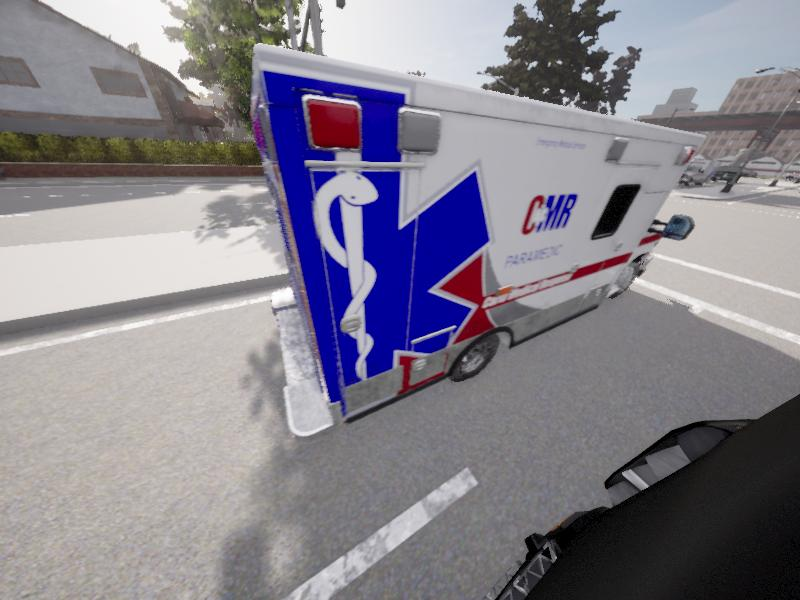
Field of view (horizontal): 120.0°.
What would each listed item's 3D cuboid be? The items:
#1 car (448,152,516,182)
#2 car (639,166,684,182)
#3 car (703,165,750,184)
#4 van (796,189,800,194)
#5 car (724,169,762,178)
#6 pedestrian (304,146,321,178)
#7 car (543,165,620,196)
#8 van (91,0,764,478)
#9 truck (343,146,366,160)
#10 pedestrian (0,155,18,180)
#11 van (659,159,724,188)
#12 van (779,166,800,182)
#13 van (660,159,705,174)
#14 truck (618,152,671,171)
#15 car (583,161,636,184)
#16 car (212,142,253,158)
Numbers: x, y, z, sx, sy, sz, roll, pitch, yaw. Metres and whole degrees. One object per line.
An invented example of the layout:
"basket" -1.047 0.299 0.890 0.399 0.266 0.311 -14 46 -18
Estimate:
"car" 7.862 -13.106 22.647 5.566 2.045 2.150 22 39 26
"car" 34.024 -16.426 30.064 5.027 1.651 2.152 -15 37 -25
"car" 45.150 -17.369 31.946 5.566 2.045 2.150 -16 38 -24
"van" 43.877 -12.211 23.579 5.915 2.561 1.988 -15 37 -25
"car" 73.674 -27.246 49.725 1.994 1.385 4.181 -15 37 -25
"pedestrian" -6.126 -9.651 16.196 0.751 1.860 0.751 -14 37 -24
"car" 13.118 -8.679 16.703 4.856 1.649 2.033 -15 37 -25
"van" 1.544 -0.933 3.328 6.366 2.431 2.351 -15 37 -25
"truck" -9.216 -29.865 46.753 2.390 2.098 6.274 -15 37 -25
"pedestrian" -18.854 -6.241 10.544 0.751 1.300 0.751 -14 37 -24
"van" 32.501 -14.160 25.772 6.366 2.431 2.351 -15 37 -25
"van" 74.842 -22.436 41.557 2.351 2.431 6.366 -15 37 -25
"van" 66.355 -31.428 54.437 1.988 2.561 5.915 -15 37 -25
"truck" 65.253 -37.181 61.953 2.891 3.827 8.468 -15 37 -25
"car" 21.926 -13.325 24.201 4.605 1.855 1.932 -14 37 -24
"car" -20.756 -18.649 28.783 3.806 1.475 1.970 -15 37 -25
